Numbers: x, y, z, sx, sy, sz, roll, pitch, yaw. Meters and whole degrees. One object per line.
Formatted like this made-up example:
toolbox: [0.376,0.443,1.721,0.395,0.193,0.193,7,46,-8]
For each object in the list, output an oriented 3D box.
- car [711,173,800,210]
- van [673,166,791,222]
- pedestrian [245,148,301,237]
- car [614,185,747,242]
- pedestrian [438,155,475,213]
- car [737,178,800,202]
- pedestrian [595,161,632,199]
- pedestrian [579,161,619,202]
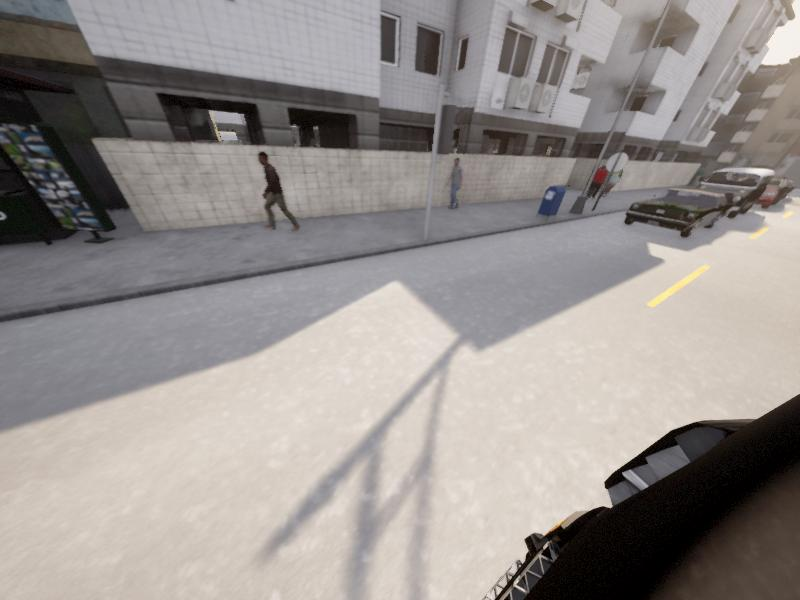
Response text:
car: [23.051,-7.131,14.941,4.611,1.667,2.242,-16,38,-26]
van: [16.542,-5.439,11.559,4.480,2.038,2.069,-16,38,-26]
pedestrian: [-3.089,-2.627,5.727,0.751,1.860,0.751,-15,38,-24]
car: [10.746,-3.487,8.846,4.718,1.301,1.895,-16,38,-26]
pedestrian: [2.113,-4.388,8.777,0.751,1.860,0.751,-17,39,-27]
car: [28.763,-8.623,17.966,4.718,1.301,1.895,-16,38,-26]
pedestrian: [12.491,-7.051,13.585,0.751,1.860,0.751,-21,41,-32]
pedestrian: [10.641,-6.360,12.405,0.751,1.860,0.751,-20,40,-30]
